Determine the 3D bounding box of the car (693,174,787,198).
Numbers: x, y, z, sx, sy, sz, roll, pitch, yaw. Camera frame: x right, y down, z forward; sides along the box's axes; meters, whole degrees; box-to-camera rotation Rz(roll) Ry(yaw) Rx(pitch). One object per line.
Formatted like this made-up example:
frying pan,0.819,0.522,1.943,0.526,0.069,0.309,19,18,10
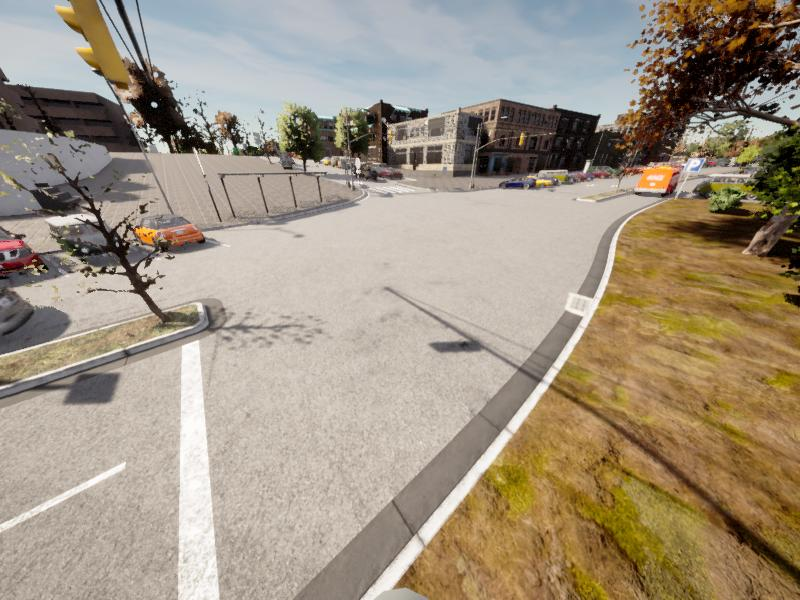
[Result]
car,33.092,-11.306,22.797,4.553,1.767,2.185,20,37,31

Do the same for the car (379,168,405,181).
car,-1.231,-20.775,38.067,2.002,1.452,4.674,21,37,23

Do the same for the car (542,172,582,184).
car,26.611,-20.140,38.075,4.892,1.521,2.231,19,36,32

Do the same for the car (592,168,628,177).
car,41.921,-25.455,46.197,5.008,1.535,2.097,20,37,33

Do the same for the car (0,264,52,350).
car,-12.818,0.856,5.366,4.611,1.667,2.242,-24,38,-32

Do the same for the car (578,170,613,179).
car,36.781,-23.674,43.552,4.674,1.452,2.002,20,37,33

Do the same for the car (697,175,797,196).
car,35.730,-12.037,24.127,5.366,1.575,1.946,21,37,31

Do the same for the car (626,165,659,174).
car,54.944,-29.664,52.587,4.892,1.521,2.231,22,38,35

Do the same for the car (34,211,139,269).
car,-16.054,-3.211,11.856,4.442,1.987,1.878,15,34,27

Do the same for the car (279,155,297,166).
car,-23.207,-28.900,47.743,1.851,1.617,3.988,-23,42,-34

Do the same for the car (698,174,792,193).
car,37.900,-13.039,25.682,5.366,1.575,1.946,21,38,31

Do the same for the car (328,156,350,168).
car,-12.791,-29.317,49.059,1.878,1.987,4.442,21,37,23

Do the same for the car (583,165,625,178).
car,39.365,-24.796,44.732,5.566,2.045,2.435,20,37,33

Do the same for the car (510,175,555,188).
car,19.246,-17.332,33.735,5.366,1.575,1.946,18,36,31

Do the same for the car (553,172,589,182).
car,29.144,-21.005,39.471,4.674,1.452,2.002,19,37,32

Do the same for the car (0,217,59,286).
car,-18.453,-2.226,10.271,5.566,2.045,2.435,15,34,27

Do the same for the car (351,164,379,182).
car,-5.355,-19.392,35.193,1.932,1.855,4.605,-23,42,-34

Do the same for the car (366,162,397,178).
car,-3.124,-22.424,39.795,2.435,2.045,5.566,21,37,23

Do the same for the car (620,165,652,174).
car,52.328,-28.939,51.258,4.553,1.767,2.185,21,38,34

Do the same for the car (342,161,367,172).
car,-8.914,-26.385,45.522,2.231,1.521,4.892,21,37,23

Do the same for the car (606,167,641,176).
car,47.102,-27.159,48.787,5.008,1.535,2.097,21,38,34

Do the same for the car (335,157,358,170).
car,-10.866,-27.919,47.185,1.878,1.987,4.442,21,37,23

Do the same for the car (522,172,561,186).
car,21.562,-18.424,35.211,4.553,1.767,2.185,19,36,31

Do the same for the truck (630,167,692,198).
truck,27.615,-12.564,24.480,5.204,2.467,2.627,-20,36,-28

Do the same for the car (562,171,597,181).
car,31.680,-21.906,40.851,4.674,1.452,2.002,19,36,32

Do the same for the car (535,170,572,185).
car,24.186,-19.390,36.497,4.442,1.987,1.878,19,36,31

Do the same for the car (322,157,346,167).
car,-14.577,-30.665,51.280,1.946,1.575,5.366,21,37,23

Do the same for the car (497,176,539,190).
car,16.543,-16.502,32.563,4.792,1.488,2.163,18,36,31

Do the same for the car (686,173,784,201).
car,30.571,-10.506,21.390,4.442,1.987,1.878,20,38,31

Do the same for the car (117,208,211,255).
car,-13.789,-4.164,13.541,4.553,1.767,2.185,15,35,27
